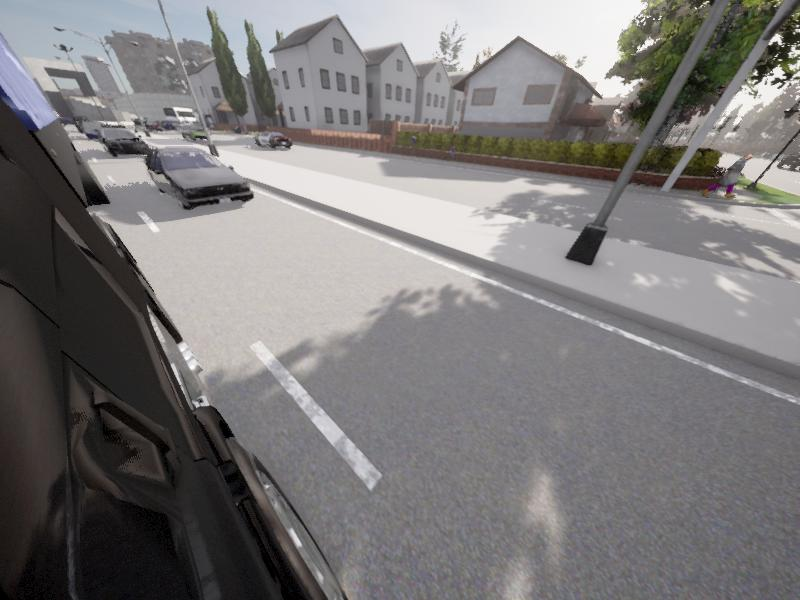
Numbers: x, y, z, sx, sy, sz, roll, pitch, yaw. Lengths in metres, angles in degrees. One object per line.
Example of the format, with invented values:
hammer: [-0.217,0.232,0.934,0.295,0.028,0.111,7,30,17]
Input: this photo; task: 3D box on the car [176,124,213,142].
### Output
car: [-25.008,-20.325,28.097,4.514,1.525,2.007,28,43,30]

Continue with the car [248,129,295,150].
car: [-13.410,-16.775,24.113,4.974,1.542,2.038,28,43,30]

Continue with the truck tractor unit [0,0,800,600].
truck tractor unit: [-2.645,-0.295,0.351,6.516,4.208,3.053,28,44,30]

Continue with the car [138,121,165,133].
car: [-43.450,-30.280,40.352,5.357,1.411,2.033,29,43,30]

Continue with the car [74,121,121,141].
car: [-30.757,-17.163,23.461,4.792,1.488,2.163,28,43,30]

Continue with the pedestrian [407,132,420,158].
pedestrian: [1.221,-13.907,20.700,0.751,1.860,0.751,30,44,31]

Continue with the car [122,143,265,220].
car: [-7.069,-4.278,7.801,5.357,1.411,2.033,28,43,30]

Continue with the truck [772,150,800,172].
truck: [51.631,-17.725,29.502,2.390,2.098,6.274,28,43,30]

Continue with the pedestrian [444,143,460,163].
pedestrian: [4.231,-12.051,18.877,0.751,1.300,0.751,29,44,31]

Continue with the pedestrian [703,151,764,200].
pedestrian: [15.388,-5.770,10.720,0.751,1.860,0.751,-24,44,-32]

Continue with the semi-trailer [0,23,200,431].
semi-trailer: [-8.611,-3.661,4.314,14.254,4.402,2.717,29,44,31]

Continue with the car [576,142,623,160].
car: [23.550,-17.660,27.385,3.806,1.475,1.970,29,44,30]

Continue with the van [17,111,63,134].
van: [-42.379,-20.957,27.294,4.480,2.038,2.069,28,43,30]

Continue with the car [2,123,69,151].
car: [-25.648,-11.607,16.412,4.181,1.385,1.994,29,44,31]

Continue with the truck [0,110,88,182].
truck: [-16.382,-6.861,10.061,6.274,2.098,2.390,28,44,31]

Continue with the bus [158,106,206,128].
bus: [-60.185,-50.725,64.374,3.944,4.253,10.273,0,37,-4]

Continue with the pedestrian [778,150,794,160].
pedestrian: [81.956,-30.800,49.035,0.751,1.860,0.751,28,43,30]

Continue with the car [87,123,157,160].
car: [-18.215,-10.424,15.109,5.238,1.638,1.930,29,44,30]
